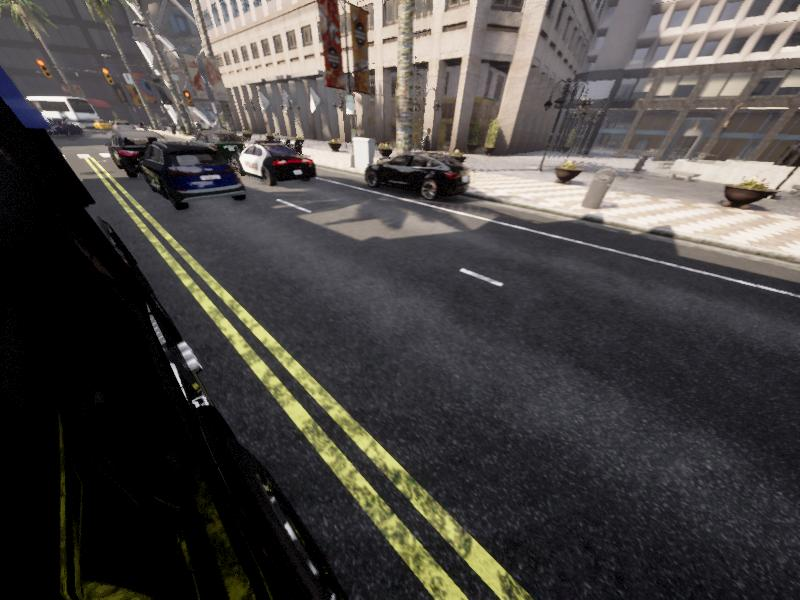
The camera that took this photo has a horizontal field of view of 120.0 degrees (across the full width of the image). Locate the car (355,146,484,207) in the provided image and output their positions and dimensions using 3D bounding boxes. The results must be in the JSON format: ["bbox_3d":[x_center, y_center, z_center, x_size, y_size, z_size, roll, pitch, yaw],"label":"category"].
[{"bbox_3d":[0.618,-5.371,9.712,4.792,1.488,2.163,28,43,30],"label":"car"}]

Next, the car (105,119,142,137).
[{"bbox_3d":[-37.173,-23.109,31.053,4.611,1.667,2.242,28,43,30],"label":"car"}]

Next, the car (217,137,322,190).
[{"bbox_3d":[-6.125,-6.503,10.763,4.974,1.542,2.038,28,43,30],"label":"car"}]

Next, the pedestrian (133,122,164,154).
[{"bbox_3d":[-17.995,-11.608,16.570,0.751,1.860,0.751,-26,45,-33],"label":"pedestrian"}]

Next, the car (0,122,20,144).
[{"bbox_3d":[-34.325,-13.217,18.150,4.181,1.385,1.994,-7,38,-13],"label":"car"}]

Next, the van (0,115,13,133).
[{"bbox_3d":[-49.829,-21.650,27.969,4.480,2.038,2.069,28,43,30],"label":"van"}]

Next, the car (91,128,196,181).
[{"bbox_3d":[-12.265,-7.106,11.066,4.611,1.667,2.242,28,43,30],"label":"car"}]

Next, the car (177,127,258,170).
[{"bbox_3d":[-10.912,-9.162,13.820,4.553,1.767,2.097,28,43,30],"label":"car"}]

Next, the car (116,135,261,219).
[{"bbox_3d":[-7.044,-4.305,7.659,4.856,1.649,2.033,28,43,30],"label":"car"}]

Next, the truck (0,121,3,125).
[{"bbox_3d":[-76.417,-32.549,40.913,6.274,2.098,2.390,0,36,-4],"label":"truck"}]

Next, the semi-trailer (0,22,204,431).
[{"bbox_3d":[-8.844,-3.490,4.097,14.254,4.402,2.717,26,42,28],"label":"semi-trailer"}]

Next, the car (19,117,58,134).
[{"bbox_3d":[-46.696,-22.571,29.877,4.792,1.488,2.163,27,43,29],"label":"car"}]

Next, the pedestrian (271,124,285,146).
[{"bbox_3d":[-13.016,-17.572,24.675,0.751,1.860,0.751,32,45,33],"label":"pedestrian"}]

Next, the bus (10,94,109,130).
[{"bbox_3d":[-57.838,-32.010,39.558,10.273,4.253,3.944,8,37,8],"label":"bus"}]

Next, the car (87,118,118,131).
[{"bbox_3d":[-50.492,-29.731,39.205,5.366,1.575,1.801,23,41,25],"label":"car"}]

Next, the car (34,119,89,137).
[{"bbox_3d":[-38.341,-19.586,26.348,1.845,1.501,3.633,-12,39,-20],"label":"car"}]

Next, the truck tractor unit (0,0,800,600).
[{"bbox_3d":[-2.645,-0.295,0.351,6.516,4.208,3.053,28,44,30],"label":"truck tractor unit"}]
